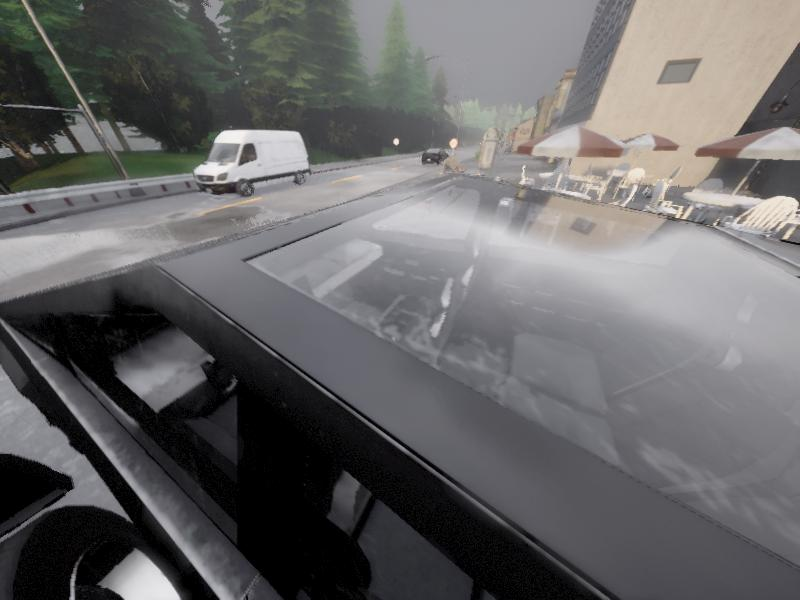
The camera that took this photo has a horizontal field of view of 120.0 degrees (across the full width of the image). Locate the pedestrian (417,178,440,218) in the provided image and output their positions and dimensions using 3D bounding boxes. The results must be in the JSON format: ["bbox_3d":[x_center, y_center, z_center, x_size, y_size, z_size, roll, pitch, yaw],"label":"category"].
[{"bbox_3d":[0.931,-3.376,7.629,0.500,1.100,0.500,22,40,27],"label":"pedestrian"}]

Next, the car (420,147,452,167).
[{"bbox_3d":[3.922,-15.413,24.763,1.882,1.535,5.008,15,38,19],"label":"car"}]

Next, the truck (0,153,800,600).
[{"bbox_3d":[0.386,0.549,1.340,6.274,2.098,2.390,17,37,21],"label":"truck"}]

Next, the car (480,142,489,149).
[{"bbox_3d":[28.972,-52.984,79.132,2.152,1.651,5.027,15,37,19],"label":"car"}]

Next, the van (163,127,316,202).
[{"bbox_3d":[-7.176,-6.966,11.627,1.988,2.561,5.915,11,36,16],"label":"van"}]
